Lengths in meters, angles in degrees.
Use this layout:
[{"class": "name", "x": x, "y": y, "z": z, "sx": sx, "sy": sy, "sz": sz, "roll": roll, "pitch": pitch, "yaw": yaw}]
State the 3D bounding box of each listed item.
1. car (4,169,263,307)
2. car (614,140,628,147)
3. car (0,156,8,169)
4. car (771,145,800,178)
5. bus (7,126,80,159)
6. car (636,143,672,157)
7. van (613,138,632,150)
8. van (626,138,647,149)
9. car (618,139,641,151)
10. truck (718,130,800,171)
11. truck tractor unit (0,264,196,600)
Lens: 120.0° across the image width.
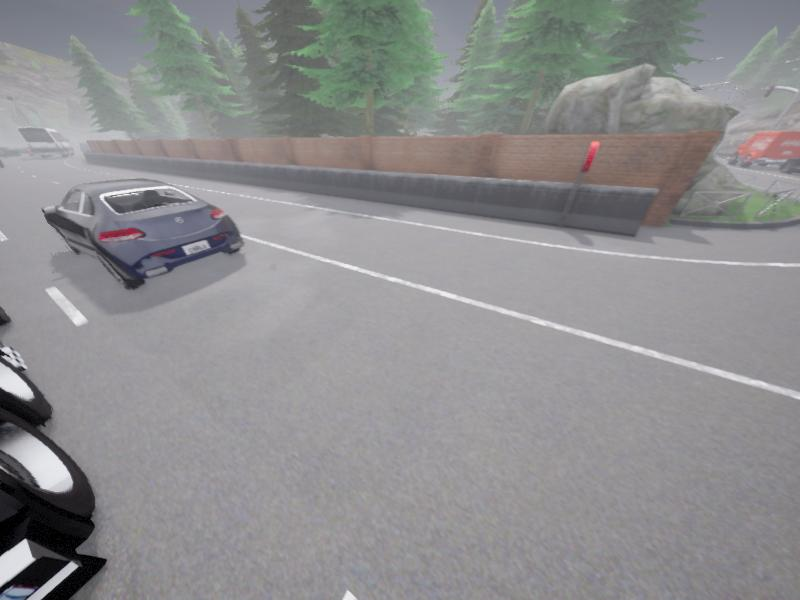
[{"class": "car", "x": -5.944, "y": -1.806, "z": 5.250, "sx": 5.027, "sy": 1.651, "sz": 2.152, "roll": 18, "pitch": 39, "yaw": 24}, {"class": "car", "x": 65.467, "y": -46.522, "z": 68.478, "sx": 2.033, "sy": 1.649, "sz": 4.856, "roll": 18, "pitch": 39, "yaw": 25}, {"class": "car", "x": -44.693, "y": -15.038, "z": 24.953, "sx": 4.718, "sy": 1.301, "sz": 1.895, "roll": 23, "pitch": 41, "yaw": 30}, {"class": "car", "x": 26.074, "y": -8.260, "z": 13.861, "sx": 2.033, "sy": 1.649, "sz": 4.856, "roll": 19, "pitch": 39, "yaw": 25}, {"class": "bus", "x": -61.248, "y": -27.333, "z": 40.205, "sx": 3.944, "sy": 4.253, "sz": 10.273, "roll": -28, "pitch": 43, "yaw": -34}, {"class": "car", "x": 35.060, "y": -20.847, "z": 32.044, "sx": 2.038, "sy": 1.542, "sz": 4.974, "roll": 17, "pitch": 38, "yaw": 26}, {"class": "van", "x": 48.059, "y": -33.678, "z": 49.881, "sx": 1.775, "sy": 1.987, "sz": 4.442, "roll": 18, "pitch": 39, "yaw": 25}, {"class": "van", "x": 54.898, "y": -36.413, "z": 53.706, "sx": 2.069, "sy": 2.038, "sz": 4.480, "roll": 18, "pitch": 39, "yaw": 25}, {"class": "car", "x": 44.139, "y": -29.824, "z": 44.476, "sx": 1.932, "sy": 1.855, "sz": 4.605, "roll": 18, "pitch": 39, "yaw": 25}, {"class": "truck", "x": 29.727, "y": -12.148, "z": 18.681, "sx": 2.627, "sy": 2.467, "sz": 5.204, "roll": 19, "pitch": 39, "yaw": 25}, {"class": "truck tractor unit", "x": -5.110, "y": -0.300, "z": 0.793, "sx": 6.516, "sy": 4.208, "sz": 3.053, "roll": 18, "pitch": 38, "yaw": 24}]
